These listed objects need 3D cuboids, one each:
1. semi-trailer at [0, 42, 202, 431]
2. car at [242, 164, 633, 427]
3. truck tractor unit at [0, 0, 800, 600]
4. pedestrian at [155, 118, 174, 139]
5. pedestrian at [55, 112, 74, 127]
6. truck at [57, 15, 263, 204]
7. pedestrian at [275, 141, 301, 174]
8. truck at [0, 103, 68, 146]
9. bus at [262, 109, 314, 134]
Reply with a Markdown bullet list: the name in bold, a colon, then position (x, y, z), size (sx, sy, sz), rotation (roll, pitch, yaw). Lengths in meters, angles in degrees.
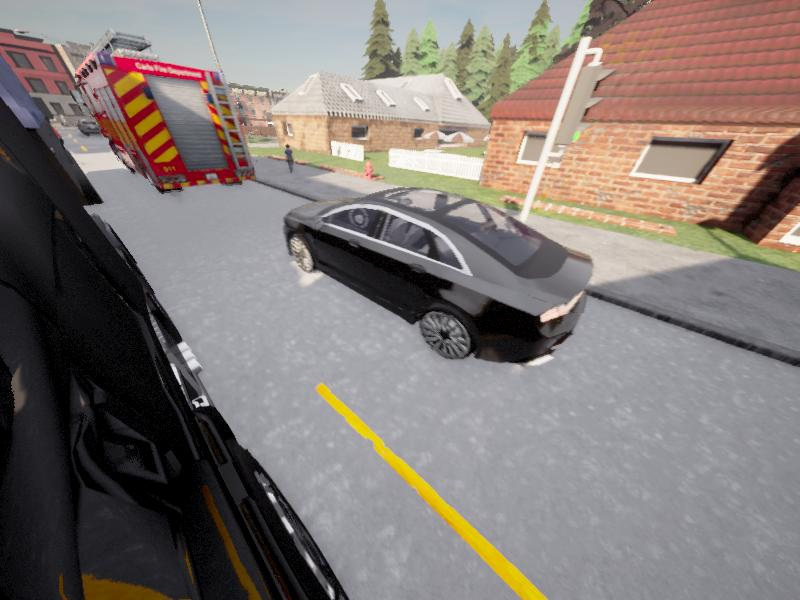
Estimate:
- **semi-trailer**: position (-8.696, -3.609, 4.227), size (14.254, 4.402, 2.717), rotation (28, 44, 30)
- **car**: position (0.013, -0.887, 3.585), size (4.902, 1.511, 2.128), rotation (28, 44, 30)
- **truck tractor unit**: position (-2.645, -0.295, 0.351), size (6.516, 4.208, 3.053), rotation (28, 44, 30)
- **pedestrian**: position (-26.337, -19.180, 25.821), size (0.751, 1.860, 0.751), rotation (-29, 47, -35)
- **pedestrian**: position (-53.138, -28.542, 36.591), size (0.751, 1.860, 0.751), rotation (20, 40, 21)
- **truck**: position (-9.426, -6.889, 9.062), size (8.468, 3.827, 2.891), rotation (28, 44, 30)
- **pedestrian**: position (-5.513, -7.097, 11.490), size (0.751, 1.300, 0.751), rotation (-3, 37, -7)
- **truck**: position (-29.036, -13.682, 17.997), size (5.204, 2.467, 2.627), rotation (28, 43, 30)
- **bus**: position (-26.970, -43.396, 56.385), size (3.944, 4.253, 10.273), rotation (28, 44, 30)
